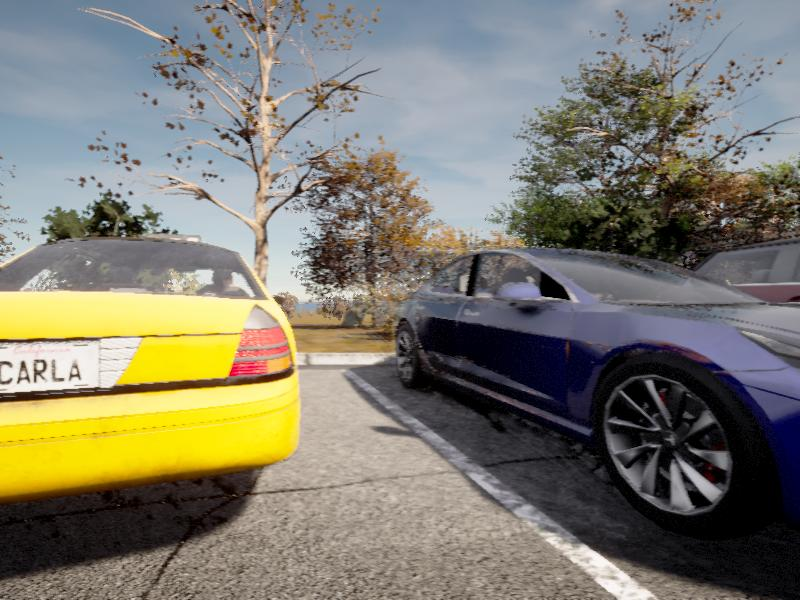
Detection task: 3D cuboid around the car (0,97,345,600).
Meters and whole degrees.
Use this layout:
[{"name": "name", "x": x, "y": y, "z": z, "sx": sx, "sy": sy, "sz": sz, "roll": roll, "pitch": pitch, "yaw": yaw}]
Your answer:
[{"name": "car", "x": -2.039, "y": 0.229, "z": 3.702, "sx": 1.946, "sy": 1.575, "sz": 5.366, "roll": 0, "pitch": -1, "yaw": -20}]

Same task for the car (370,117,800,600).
[{"name": "car", "x": 1.437, "y": 0.258, "z": 3.502, "sx": 2.163, "sy": 1.488, "sz": 4.792, "roll": 1, "pitch": -1, "yaw": -20}]

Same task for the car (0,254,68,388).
[{"name": "car", "x": -5.363, "y": 0.232, "z": 3.526, "sx": 2.231, "sy": 1.521, "sz": 4.892, "roll": 0, "pitch": -1, "yaw": -20}]

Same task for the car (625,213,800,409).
[{"name": "car", "x": 4.806, "y": 0.102, "z": 3.557, "sx": 2.185, "sy": 1.767, "sz": 4.553, "roll": 1, "pitch": -1, "yaw": -20}]
